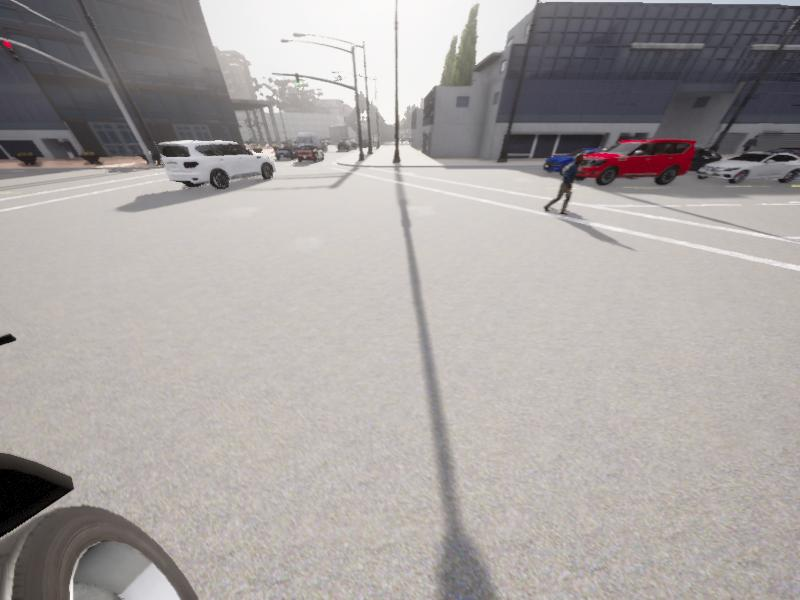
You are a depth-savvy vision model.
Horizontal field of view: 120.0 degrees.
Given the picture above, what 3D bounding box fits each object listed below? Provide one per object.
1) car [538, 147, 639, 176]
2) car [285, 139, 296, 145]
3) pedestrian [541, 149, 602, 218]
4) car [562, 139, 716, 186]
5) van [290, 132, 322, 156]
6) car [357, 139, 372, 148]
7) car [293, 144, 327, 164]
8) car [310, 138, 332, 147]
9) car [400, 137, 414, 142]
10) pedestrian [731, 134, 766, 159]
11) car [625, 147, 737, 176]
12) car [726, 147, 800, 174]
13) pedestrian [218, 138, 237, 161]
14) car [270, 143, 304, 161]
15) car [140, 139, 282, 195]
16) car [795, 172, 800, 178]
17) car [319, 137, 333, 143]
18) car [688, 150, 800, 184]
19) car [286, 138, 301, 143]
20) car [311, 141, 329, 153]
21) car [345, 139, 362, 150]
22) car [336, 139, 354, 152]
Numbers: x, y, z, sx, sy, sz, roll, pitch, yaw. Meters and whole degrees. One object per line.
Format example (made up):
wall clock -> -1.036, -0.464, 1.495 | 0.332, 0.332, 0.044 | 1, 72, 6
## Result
car -> 12.608, -9.461, 15.760 | 5.008, 1.535, 1.882 | -1, 35, -1
car -> -31.960, -46.110, 67.268 | 2.033, 1.411, 5.357 | -16, 39, -22
pedestrian -> 5.491, -3.781, 7.525 | 0.751, 1.860, 0.751 | -19, 40, -25
car -> 12.732, -7.636, 12.757 | 5.566, 2.045, 2.150 | -1, 36, -1
van -> -12.704, -21.480, 31.790 | 1.988, 2.561, 5.915 | -1, 35, -1
car -> -7.745, -34.530, 51.021 | 1.816, 1.474, 4.193 | 9, 36, 12
car -> -9.108, -15.076, 23.732 | 1.816, 1.474, 4.193 | 0, 35, 0
car -> -19.612, -39.431, 57.713 | 4.611, 1.667, 2.242 | 14, 38, 18
car -> 2.708, -62.939, 90.791 | 4.974, 1.542, 2.038 | 23, 41, 29
pedestrian -> 31.459, -13.833, 20.877 | 0.751, 1.860, 0.751 | -10, 37, -14
car -> 19.091, -9.575, 15.904 | 4.892, 1.490, 1.837 | -2, 35, -1
car -> 26.418, -9.730, 16.036 | 4.181, 1.385, 1.994 | -1, 36, 0
pedestrian -> -16.640, -14.526, 22.314 | 0.751, 1.860, 0.751 | -12, 37, -17
car -> -12.546, -16.705, 26.010 | 1.816, 1.474, 4.193 | -1, 35, -1
car -> -9.546, -7.469, 12.599 | 2.150, 2.045, 5.566 | 9, 37, 13
car -> 26.597, -7.753, 13.168 | 4.193, 1.474, 1.816 | -2, 36, -1
car -> -26.974, -58.694, 84.603 | 2.097, 1.767, 4.553 | 21, 40, 26
car -> 20.033, -7.547, 13.081 | 4.674, 1.442, 1.812 | -2, 36, -1
car -> -38.221, -57.339, 82.966 | 4.514, 1.525, 2.007 | -11, 37, -15
car -> -12.922, -24.954, 37.531 | 1.845, 1.501, 3.633 | -1, 36, -2
car -> -9.080, -30.521, 45.253 | 1.930, 1.638, 5.238 | 3, 36, 3
car -> -9.377, -26.446, 39.536 | 1.930, 1.638, 5.238 | 0, 35, -1
